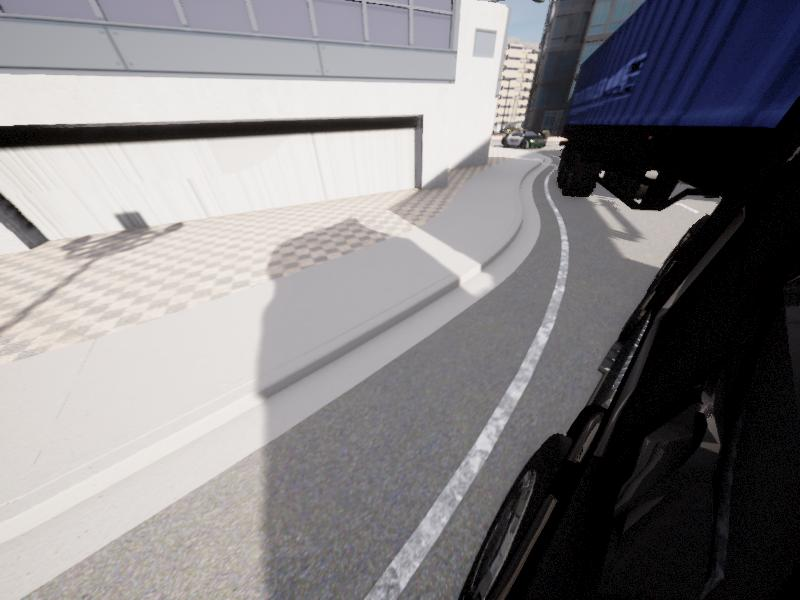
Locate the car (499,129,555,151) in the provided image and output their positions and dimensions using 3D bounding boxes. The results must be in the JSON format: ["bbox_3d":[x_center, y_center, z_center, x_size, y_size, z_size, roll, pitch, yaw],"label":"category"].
[{"bbox_3d":[12.442,-16.116,23.146,2.038,1.542,4.974,-11,38,-11],"label":"car"}]

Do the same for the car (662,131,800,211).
[{"bbox_3d":[11.334,-4.600,7.765,1.801,1.575,5.366,17,41,24],"label":"car"}]

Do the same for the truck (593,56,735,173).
[{"bbox_3d":[14.104,-10.052,13.009,2.891,3.827,8.468,25,45,32],"label":"truck"}]

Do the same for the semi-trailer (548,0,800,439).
[{"bbox_3d":[6.435,-4.540,5.619,2.717,4.402,14.254,12,39,20],"label":"semi-trailer"}]

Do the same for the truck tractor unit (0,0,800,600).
[{"bbox_3d":[2.645,-0.295,0.351,6.516,4.208,3.053,-28,44,-30],"label":"truck tractor unit"}]
